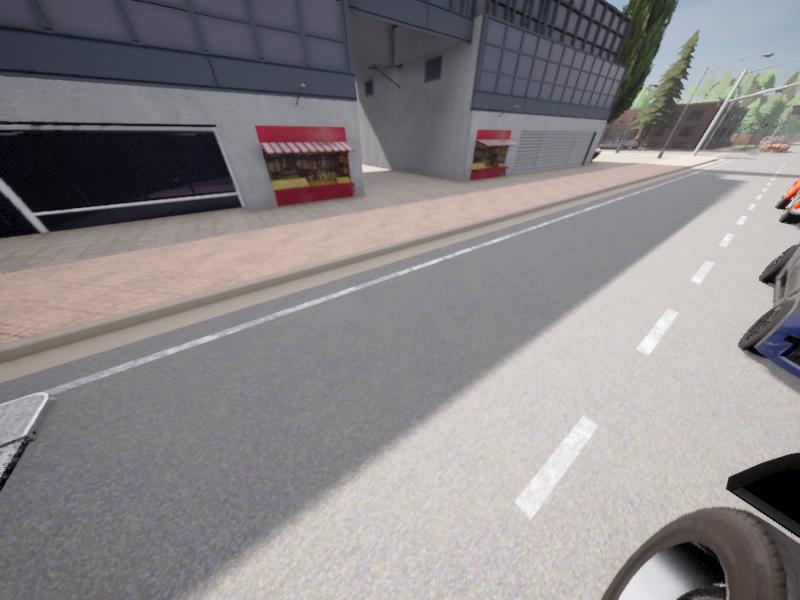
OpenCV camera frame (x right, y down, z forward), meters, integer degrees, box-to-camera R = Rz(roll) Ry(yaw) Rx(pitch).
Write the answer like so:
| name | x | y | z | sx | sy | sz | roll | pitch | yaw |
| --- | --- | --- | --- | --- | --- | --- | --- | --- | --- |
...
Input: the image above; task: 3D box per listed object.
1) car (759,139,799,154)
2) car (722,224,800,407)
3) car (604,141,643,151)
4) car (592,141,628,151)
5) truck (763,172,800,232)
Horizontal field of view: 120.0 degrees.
| name | x | y | z | sx | sy | sz | roll | pitch | yaw |
| --- | --- | --- | --- | --- | --- | --- | --- | --- | --- |
| car | 58.467 | -23.800 | 35.683 | 4.553 | 1.767 | 2.097 | -18 | 39 | -23 |
| car | 6.277 | -0.086 | 2.543 | 4.611 | 1.667 | 2.242 | -22 | 41 | -28 |
| car | 43.233 | -29.947 | 44.787 | 2.163 | 1.488 | 4.792 | -22 | 41 | -28 |
| car | 39.740 | -29.276 | 43.882 | 2.007 | 1.525 | 4.514 | -22 | 41 | -28 |
| truck | 13.852 | -3.483 | 6.618 | 5.204 | 2.467 | 2.627 | -22 | 40 | -28 |
